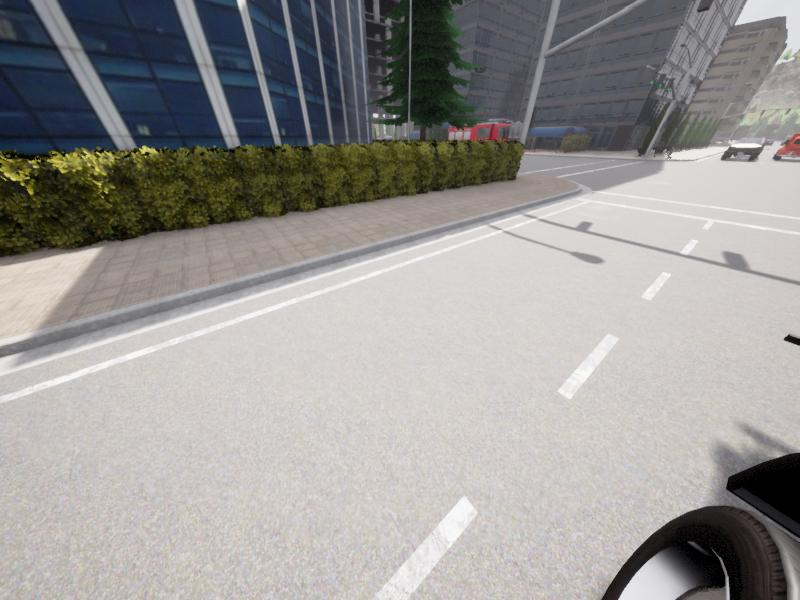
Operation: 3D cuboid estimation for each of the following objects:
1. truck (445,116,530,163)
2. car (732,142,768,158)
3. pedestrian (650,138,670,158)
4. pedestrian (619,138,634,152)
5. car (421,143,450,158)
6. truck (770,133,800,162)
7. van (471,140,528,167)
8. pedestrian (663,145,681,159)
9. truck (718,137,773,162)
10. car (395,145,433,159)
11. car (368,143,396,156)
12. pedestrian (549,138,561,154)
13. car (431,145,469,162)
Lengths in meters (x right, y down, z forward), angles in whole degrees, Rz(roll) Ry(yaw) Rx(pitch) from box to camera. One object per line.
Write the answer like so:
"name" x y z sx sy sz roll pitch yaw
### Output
"truck" 9.459 -18.276 26.464 2.891 3.827 8.468 -24 41 -29
"car" 45.239 -19.482 29.873 5.366 1.575 1.801 -23 41 -29
"pedestrian" 29.680 -17.349 26.405 0.751 1.860 0.751 -26 42 -31
"pedestrian" 35.689 -24.439 36.405 0.751 1.860 0.751 1 35 2
"car" 4.915 -20.805 32.079 1.845 1.501 3.633 -24 41 -29
"truck" 43.352 -16.563 24.971 5.204 2.467 2.627 -23 41 -29
"van" 9.430 -14.206 22.284 1.775 1.987 4.442 -24 41 -29
"pedestrian" 29.540 -16.083 25.095 0.751 1.300 0.751 25 43 32
"truck" 38.901 -17.020 25.973 6.274 2.098 2.390 -23 41 -29
"car" 1.756 -19.804 30.798 2.033 1.411 5.357 -24 41 -29
"car" -2.885 -23.397 35.805 1.882 1.535 5.008 -24 41 -29
"pedestrian" 22.732 -22.581 33.880 0.751 1.860 0.751 -26 42 -31
"car" 5.642 -16.882 26.551 1.970 1.475 3.806 -23 41 -29
